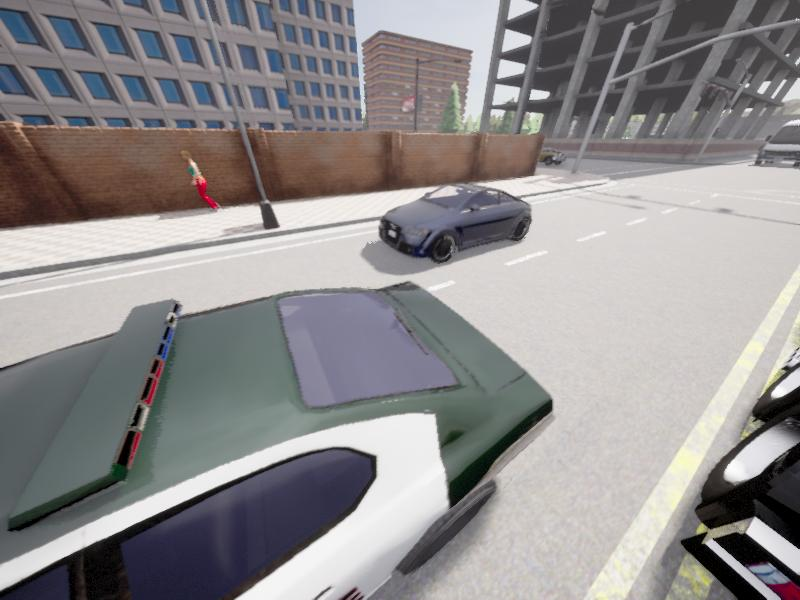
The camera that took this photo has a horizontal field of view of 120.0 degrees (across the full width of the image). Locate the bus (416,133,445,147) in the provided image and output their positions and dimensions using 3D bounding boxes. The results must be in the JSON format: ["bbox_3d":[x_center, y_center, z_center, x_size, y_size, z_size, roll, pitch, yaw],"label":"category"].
[{"bbox_3d":[11.466,-59.926,86.459,10.273,4.253,3.944,-18,39,-24],"label":"bus"}]

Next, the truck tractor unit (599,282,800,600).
[{"bbox_3d":[5.137,-0.275,0.736,6.516,4.208,3.053,-17,38,-23],"label":"truck tractor unit"}]

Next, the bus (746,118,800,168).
[{"bbox_3d":[45.529,-17.857,26.293,10.273,4.253,3.944,-19,39,-24],"label":"bus"}]

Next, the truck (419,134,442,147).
[{"bbox_3d":[11.920,-62.127,89.998,8.468,3.827,2.891,-18,39,-24],"label":"truck"}]

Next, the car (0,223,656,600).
[{"bbox_3d":[-1.475,1.008,1.200,4.974,1.542,2.038,-18,39,-25],"label":"car"}]

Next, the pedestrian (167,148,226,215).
[{"bbox_3d":[-6.555,-3.879,7.583,0.751,1.860,0.751,-17,39,-24],"label":"pedestrian"}]

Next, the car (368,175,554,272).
[{"bbox_3d":[1.552,-2.239,6.032,4.181,1.385,1.994,-18,39,-24],"label":"car"}]
